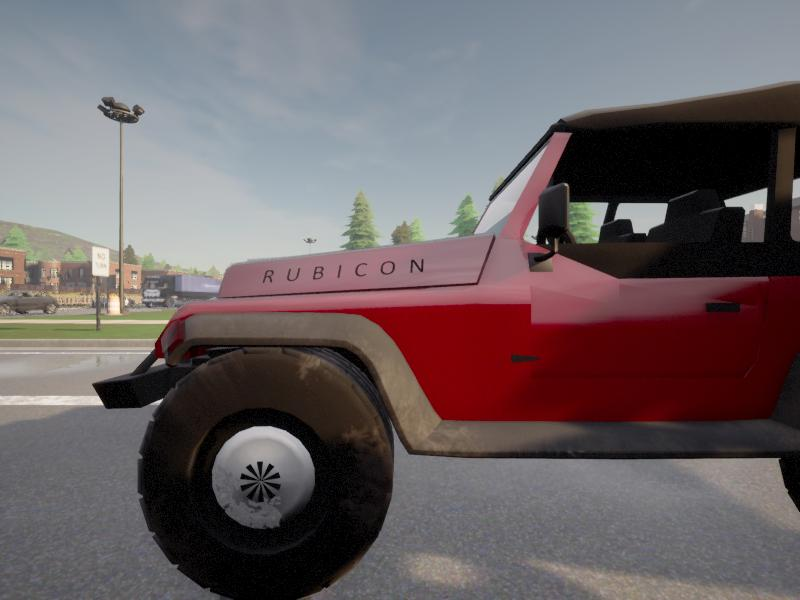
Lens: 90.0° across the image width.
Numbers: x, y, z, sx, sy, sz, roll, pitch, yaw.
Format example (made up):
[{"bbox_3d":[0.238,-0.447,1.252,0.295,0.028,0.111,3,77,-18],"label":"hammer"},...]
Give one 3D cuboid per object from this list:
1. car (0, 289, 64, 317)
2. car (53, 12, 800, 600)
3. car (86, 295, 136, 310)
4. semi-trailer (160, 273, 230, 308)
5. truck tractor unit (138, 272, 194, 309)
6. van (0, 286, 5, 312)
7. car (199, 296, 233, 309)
[{"bbox_3d":[-24.723,0.180,25.684,2.152,1.651,5.027,0,0,-1],"label":"car"},{"bbox_3d":[0.853,0.046,2.203,3.866,1.878,1.905,0,0,0],"label":"car"},{"bbox_3d":[-31.955,0.225,44.403,2.038,1.542,4.974,0,0,-1],"label":"car"},{"bbox_3d":[-28.604,-1.219,57.022,2.717,4.402,14.254,0,0,-1],"label":"semi-trailer"},{"bbox_3d":[-28.498,-1.121,49.106,3.053,4.208,6.516,0,0,-1],"label":"truck tractor unit"},{"bbox_3d":[-31.764,-0.039,28.897,2.069,2.038,4.480,0,1,-1],"label":"van"},{"bbox_3d":[-21.483,0.270,46.885,1.812,1.442,4.674,0,0,-1],"label":"car"}]
